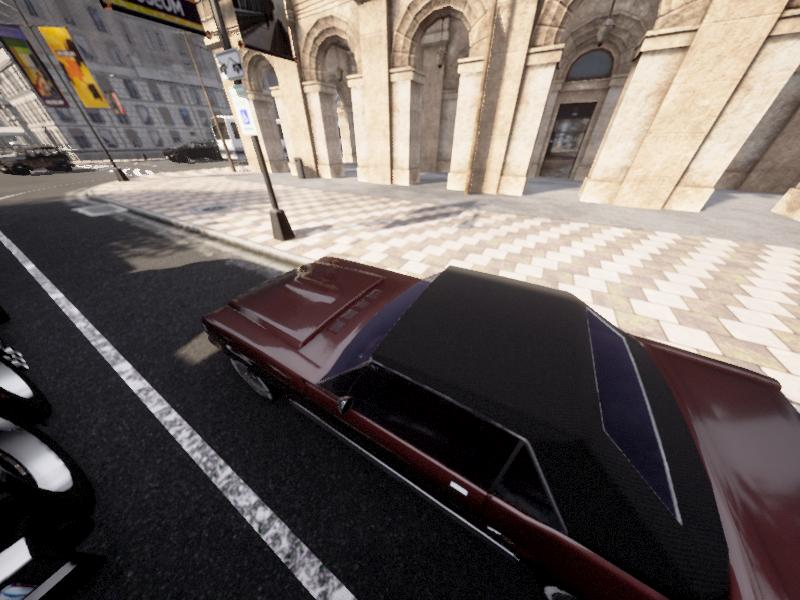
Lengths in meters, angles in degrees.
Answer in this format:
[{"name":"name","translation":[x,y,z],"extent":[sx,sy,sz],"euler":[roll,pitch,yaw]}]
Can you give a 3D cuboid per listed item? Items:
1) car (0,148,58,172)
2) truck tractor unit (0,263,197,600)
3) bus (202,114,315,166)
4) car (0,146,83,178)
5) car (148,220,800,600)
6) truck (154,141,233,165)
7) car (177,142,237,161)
[{"name":"car","translation":[-35.981,-12.681,20.940],"extent":[5.027,1.651,2.152],"euler":[-18,39,-24]},{"name":"truck tractor unit","translation":[-5.122,-0.284,0.800],"extent":[6.516,4.208,3.053],"euler":[18,39,25]},{"name":"bus","translation":[-16.048,-19.136,27.776],"extent":[3.944,4.253,10.273],"euler":[19,39,25]},{"name":"car","translation":[-29.240,-11.121,18.430],"extent":[1.905,1.878,3.866],"euler":[9,36,14]},{"name":"car","translation":[0.291,0.504,2.120],"extent":[4.718,1.301,1.895],"euler":[18,39,24]},{"name":"truck","translation":[-24.339,-17.717,27.670],"extent":[2.390,2.098,6.274],"euler":[18,39,24]},{"name":"car","translation":[-25.868,-20.198,31.283],"extent":[2.150,2.045,5.566],"euler":[18,39,24]}]
